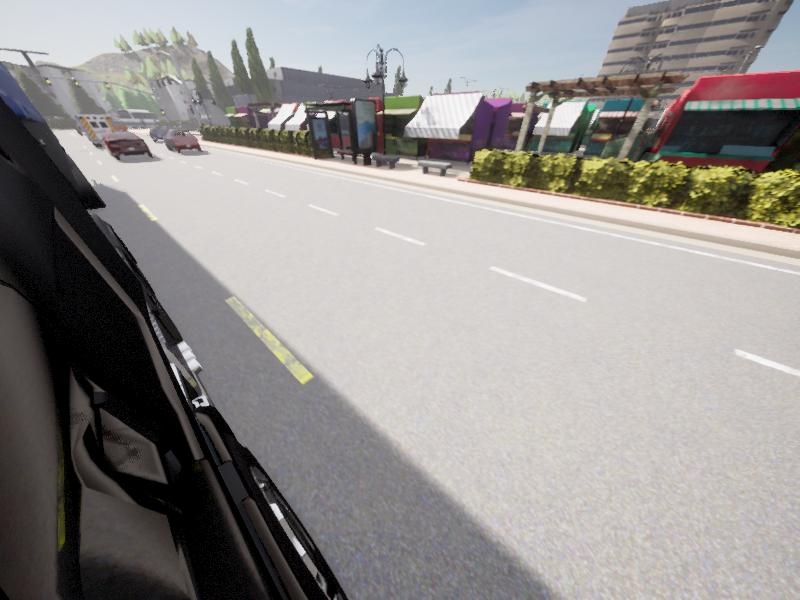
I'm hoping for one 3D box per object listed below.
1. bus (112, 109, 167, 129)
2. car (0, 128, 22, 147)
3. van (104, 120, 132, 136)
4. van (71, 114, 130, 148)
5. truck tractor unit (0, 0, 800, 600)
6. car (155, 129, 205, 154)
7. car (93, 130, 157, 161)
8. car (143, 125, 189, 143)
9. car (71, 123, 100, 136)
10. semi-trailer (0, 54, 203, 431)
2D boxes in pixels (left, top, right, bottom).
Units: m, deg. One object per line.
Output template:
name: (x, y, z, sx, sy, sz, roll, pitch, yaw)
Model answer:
bus: (-72.923, -50.879, 65.146, 3.944, 4.253, 10.273, -3, 38, -4)
car: (-38.971, -15.699, 22.238, 4.181, 1.385, 1.994, 29, 46, 31)
van: (-47.217, -28.785, 38.627, 4.442, 1.987, 1.775, 27, 45, 30)
van: (-29.639, -16.752, 22.858, 6.366, 2.431, 2.351, 28, 45, 31)
truck tractor unit: (-2.645, -0.295, 0.352, 6.516, 4.208, 3.053, 28, 43, 30)
car: (-17.940, -12.998, 18.868, 3.633, 1.501, 1.845, 28, 45, 31)
car: (-19.012, -10.755, 15.933, 5.008, 1.535, 1.882, 28, 45, 31)
car: (-28.492, -20.480, 28.377, 2.152, 1.651, 5.027, -12, 40, -15)
car: (-52.711, -28.668, 38.703, 5.027, 1.651, 2.152, 27, 45, 30)
semi-trailer: (-8.756, -3.499, 4.266, 14.254, 4.402, 2.717, 27, 45, 30)
